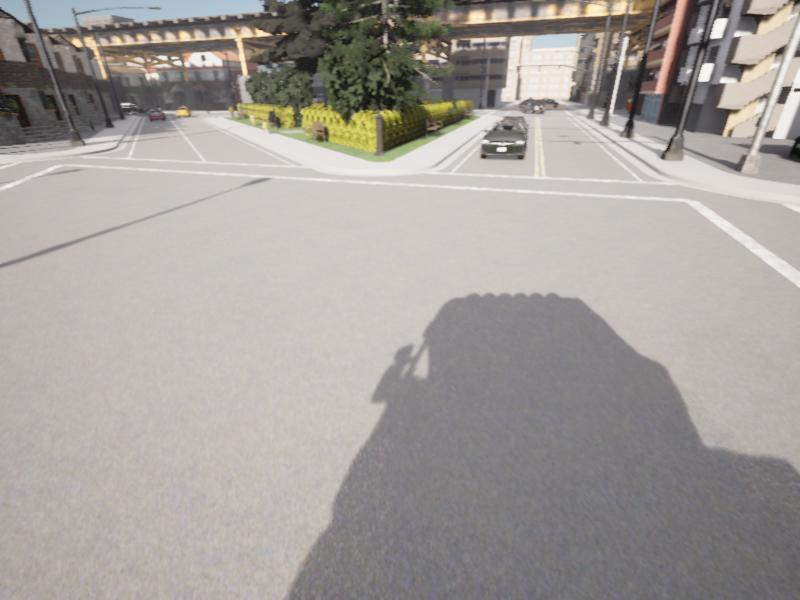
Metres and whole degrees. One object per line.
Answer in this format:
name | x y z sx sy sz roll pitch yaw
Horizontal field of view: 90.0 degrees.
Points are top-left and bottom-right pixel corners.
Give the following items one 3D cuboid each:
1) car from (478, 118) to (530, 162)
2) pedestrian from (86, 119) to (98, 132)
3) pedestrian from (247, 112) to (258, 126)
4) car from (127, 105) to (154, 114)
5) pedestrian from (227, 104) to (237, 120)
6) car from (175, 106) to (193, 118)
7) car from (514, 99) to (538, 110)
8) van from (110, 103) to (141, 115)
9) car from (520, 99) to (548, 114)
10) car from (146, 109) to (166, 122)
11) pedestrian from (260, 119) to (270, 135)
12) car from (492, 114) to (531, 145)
car | 5.558 -8.509 20.984 2.152 1.651 5.027 7 29 16
pedestrian | -28.668 -16.276 37.256 0.500 1.100 0.500 -13 30 -23
pedestrian | -15.130 -18.601 41.107 0.751 1.300 0.751 -12 29 -20
car | -51.735 -37.964 79.833 4.193 1.474 1.816 7 28 15
pedestrian | -21.557 -24.107 51.331 0.751 1.860 0.751 -15 31 -26
car | -35.079 -30.663 65.096 1.801 1.575 5.366 -10 29 -17
car | 22.837 -35.385 72.280 2.038 1.542 4.974 21 35 36
van | -52.612 -36.636 76.704 4.480 2.038 2.069 7 28 15
car | 19.100 -27.654 57.166 1.905 1.878 3.866 -8 28 -13
car | -33.510 -25.458 55.120 1.970 1.475 3.806 -14 30 -24
pedestrian | -10.682 -13.697 31.714 0.500 1.100 0.500 -13 30 -21
car | 7.565 -11.529 26.895 2.163 1.488 4.792 7 28 15
